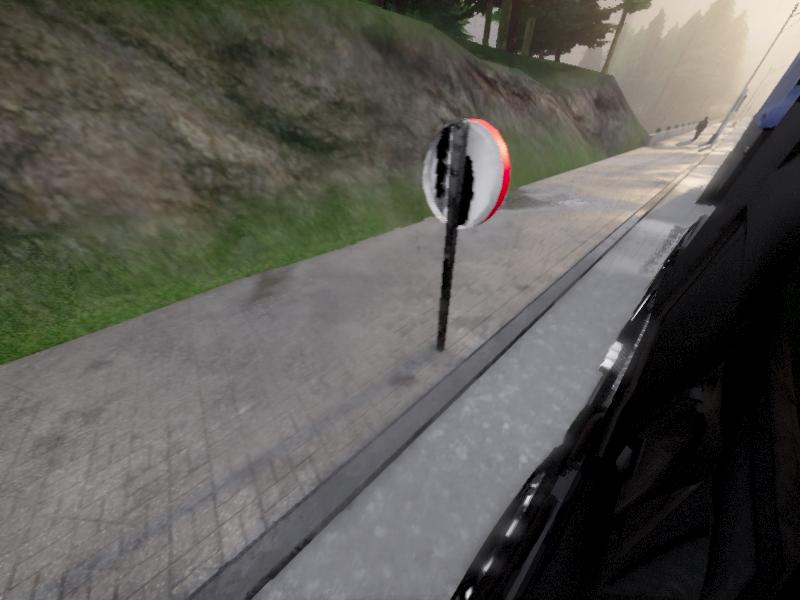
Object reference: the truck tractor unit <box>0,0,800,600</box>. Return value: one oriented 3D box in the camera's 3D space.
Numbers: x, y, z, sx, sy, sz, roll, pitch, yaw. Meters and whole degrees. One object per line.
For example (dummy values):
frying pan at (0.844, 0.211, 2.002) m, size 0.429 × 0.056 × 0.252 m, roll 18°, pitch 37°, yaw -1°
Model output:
truck tractor unit at (2.645, -0.295, 0.352) m, size 6.516 × 4.208 × 3.053 m, roll -28°, pitch 44°, yaw -30°

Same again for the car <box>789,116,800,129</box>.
car at (55.454, -24.170, 31.391) m, size 4.181 × 1.385 × 1.994 m, roll -28°, pitch 44°, yaw -30°

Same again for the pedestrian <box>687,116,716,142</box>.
pedestrian at (26.828, -15.240, 20.602) m, size 0.751 × 1.860 × 0.751 m, roll -26°, pitch 43°, yaw -28°

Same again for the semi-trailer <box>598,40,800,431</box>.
semi-trailer at (8.694, -3.602, 4.241) m, size 14.254 × 4.402 × 2.717 m, roll -28°, pitch 44°, yaw -30°
